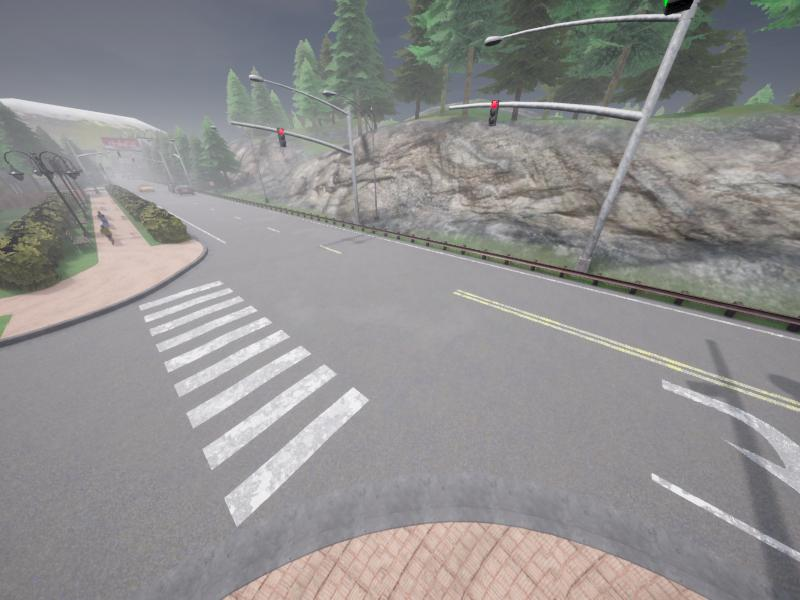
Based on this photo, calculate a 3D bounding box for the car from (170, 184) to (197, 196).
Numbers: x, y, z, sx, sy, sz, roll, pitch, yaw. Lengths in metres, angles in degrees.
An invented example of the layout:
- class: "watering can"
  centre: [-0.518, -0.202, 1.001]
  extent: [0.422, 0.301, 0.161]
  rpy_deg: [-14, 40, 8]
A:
- class: "car"
  centre: [-36.151, -18.362, 38.536]
  extent: [4.792, 1.488, 2.163]
  rpy_deg: [23, 37, 34]

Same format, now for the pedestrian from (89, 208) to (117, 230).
- class: "pedestrian"
  centre: [-21.454, -5.860, 16.710]
  extent: [0.751, 1.300, 0.751]
  rpy_deg: [25, 38, 36]

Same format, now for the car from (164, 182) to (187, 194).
- class: "car"
  centre: [-40.749, -20.336, 41.907]
  extent: [3.988, 1.617, 1.851]
  rpy_deg: [23, 37, 34]

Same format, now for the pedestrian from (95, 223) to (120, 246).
- class: "pedestrian"
  centre: [-16.820, -3.772, 13.293]
  extent: [0.500, 1.100, 0.500]
  rpy_deg: [24, 38, 36]
